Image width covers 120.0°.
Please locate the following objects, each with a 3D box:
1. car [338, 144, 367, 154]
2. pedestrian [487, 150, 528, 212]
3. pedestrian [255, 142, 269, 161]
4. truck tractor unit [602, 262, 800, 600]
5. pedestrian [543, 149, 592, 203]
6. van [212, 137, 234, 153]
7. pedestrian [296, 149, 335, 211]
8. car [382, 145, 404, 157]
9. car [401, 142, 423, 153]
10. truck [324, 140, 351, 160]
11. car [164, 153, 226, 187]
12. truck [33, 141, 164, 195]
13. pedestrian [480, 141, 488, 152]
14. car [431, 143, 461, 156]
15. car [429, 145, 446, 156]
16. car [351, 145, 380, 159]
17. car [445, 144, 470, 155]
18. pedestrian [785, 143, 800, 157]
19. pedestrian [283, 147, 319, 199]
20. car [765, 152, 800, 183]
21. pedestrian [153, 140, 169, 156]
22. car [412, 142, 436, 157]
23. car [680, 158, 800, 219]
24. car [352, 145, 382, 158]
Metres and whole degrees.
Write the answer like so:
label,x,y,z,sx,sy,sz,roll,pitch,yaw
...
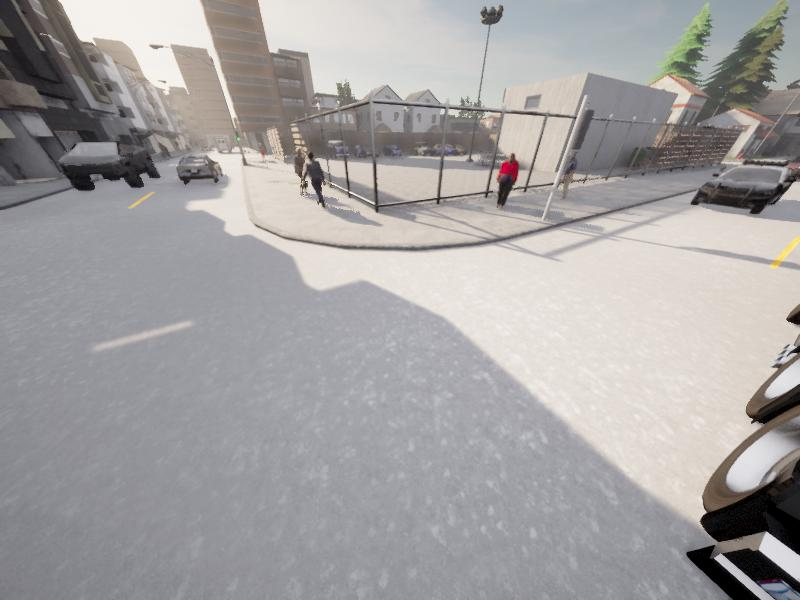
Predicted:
label,x,y,z,sx,sy,sz,roll,pitch,yaw
car,-9.264,-29.597,45.117,4.902,1.511,2.128,-19,39,-26
pedestrian,3.797,-4.240,8.250,0.751,1.860,0.751,20,40,26
pedestrian,-15.703,-16.922,26.332,0.751,1.860,0.751,-12,37,-17
truck tractor unit,5.106,-0.306,0.788,6.516,4.208,3.053,-18,39,-24
pedestrian,6.762,-5.060,9.450,0.751,1.860,0.751,-12,37,-18
van,-34.182,-30.049,44.771,2.351,2.431,6.366,-17,39,-24
pedestrian,-2.985,-4.272,8.244,0.751,1.860,0.751,-22,40,-28
car,-1.173,-22.941,35.477,1.845,1.501,3.633,-18,39,-24
car,2.404,-30.952,46.819,3.866,1.878,1.905,-16,38,-22
truck,-8.533,-20.584,31.598,2.069,2.038,4.478,-18,39,-24
car,-12.957,-8.584,15.009,2.033,1.411,5.357,-17,39,-23
truck,-16.343,-7.814,13.258,2.390,2.098,6.274,-18,39,-25
pedestrian,17.781,-32.474,48.926,0.751,1.860,0.751,-19,39,-26
car,7.568,-25.063,38.479,2.242,1.667,4.611,-18,39,-24
car,6.028,-24.073,37.227,1.481,1.379,2.207,-18,39,-24
car,-5.021,-21.364,33.291,2.033,1.415,5.357,-18,39,-24
car,9.947,-26.269,40.347,1.816,1.474,4.193,-18,39,-24
pedestrian,67.407,-25.653,39.509,0.751,1.860,0.751,-21,40,-28
pedestrian,-4.212,-5.480,9.969,0.751,1.860,0.751,21,40,27
car,27.958,-9.196,16.016,3.988,1.617,1.851,-19,39,-25
pedestrian,-34.718,-22.066,33.573,0.751,1.860,0.751,-18,39,-24
car,3.724,-24.064,36.830,1.905,1.878,3.866,-18,39,-24
car,14.413,-4.799,9.566,5.238,1.638,1.930,-19,39,-25
car,-4.744,-21.408,33.230,3.705,1.547,1.789,-18,39,-24
